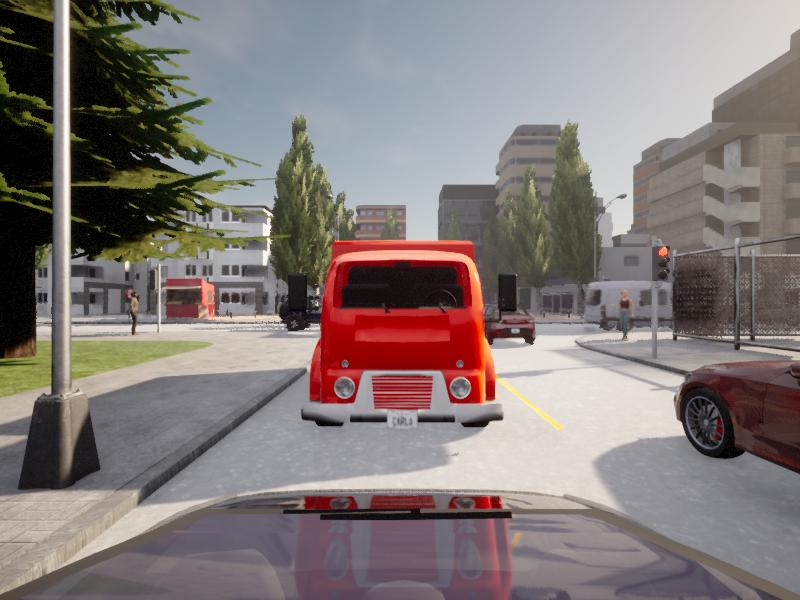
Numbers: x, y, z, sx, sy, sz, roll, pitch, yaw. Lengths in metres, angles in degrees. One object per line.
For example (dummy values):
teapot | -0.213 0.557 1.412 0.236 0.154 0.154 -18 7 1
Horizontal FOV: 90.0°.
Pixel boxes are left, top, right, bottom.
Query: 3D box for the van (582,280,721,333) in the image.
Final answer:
van | 12.814 0.322 20.648 5.915 2.561 1.988 0 0 0

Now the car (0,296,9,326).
car | -27.274 0.655 24.595 4.605 1.855 1.932 1 0 0

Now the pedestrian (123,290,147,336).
pedestrian | -11.041 0.534 16.681 0.751 1.860 0.751 0 0 -26

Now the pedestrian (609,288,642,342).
pedestrian | 8.050 0.525 14.286 0.751 1.860 0.751 0 0 -32

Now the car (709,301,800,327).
car | 22.111 0.829 24.690 4.514 1.525 2.007 0 0 0

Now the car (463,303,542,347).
car | 3.840 0.854 15.789 1.816 1.474 4.193 0 0 -3

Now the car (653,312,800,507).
car | 3.987 0.870 2.524 1.812 1.442 4.674 0 0 0

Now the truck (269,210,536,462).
truck | 0.042 0.358 6.535 2.627 2.467 5.204 0 0 0

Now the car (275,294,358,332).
car | -4.195 0.646 20.625 3.866 1.878 1.905 0 0 0
